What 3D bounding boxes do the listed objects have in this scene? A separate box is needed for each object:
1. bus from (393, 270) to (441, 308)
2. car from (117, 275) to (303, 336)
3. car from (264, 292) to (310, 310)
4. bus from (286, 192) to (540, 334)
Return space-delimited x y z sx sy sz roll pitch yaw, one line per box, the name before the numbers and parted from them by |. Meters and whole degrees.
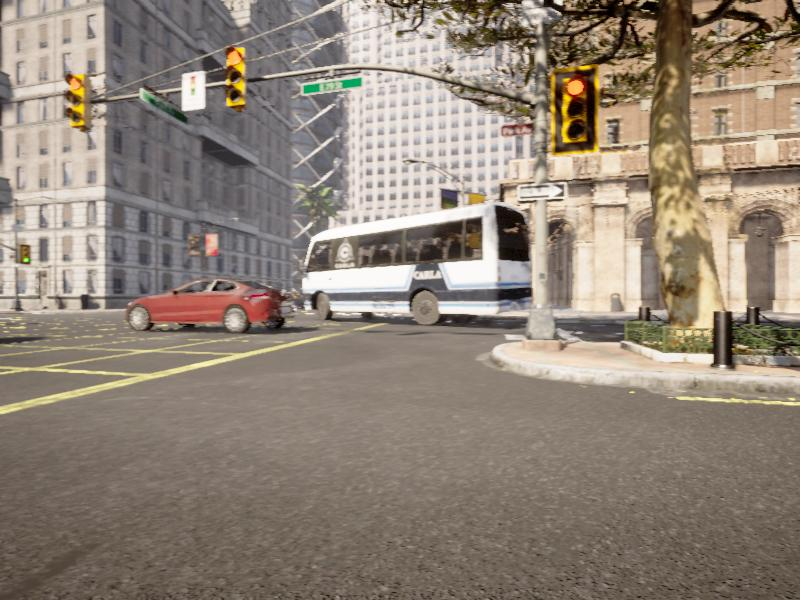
bus | 2.399 -1.253 49.770 3.944 4.253 10.273 0 1 14
car | -5.823 0.148 12.493 5.027 1.651 2.152 0 0 14
car | -10.877 0.084 38.991 2.152 1.651 5.027 0 0 13
bus | 0.030 -1.173 16.793 10.273 4.253 3.944 0 2 39
